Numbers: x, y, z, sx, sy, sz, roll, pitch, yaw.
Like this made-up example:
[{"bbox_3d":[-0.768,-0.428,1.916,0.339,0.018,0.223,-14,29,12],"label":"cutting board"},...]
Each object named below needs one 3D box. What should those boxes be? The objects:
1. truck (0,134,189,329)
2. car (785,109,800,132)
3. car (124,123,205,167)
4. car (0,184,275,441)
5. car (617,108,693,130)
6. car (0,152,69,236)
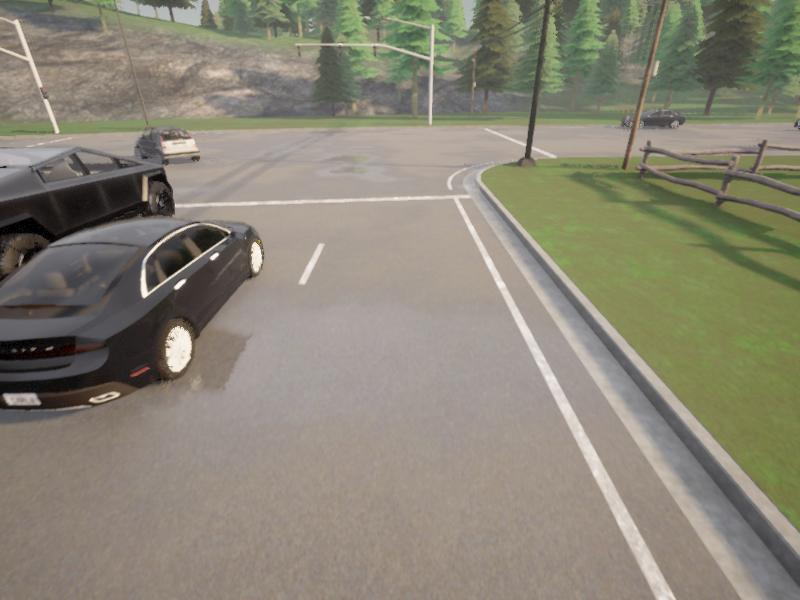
[{"bbox_3d":[-7.052,-1.850,7.899,2.390,2.098,6.274,-1,28,-1],"label":"truck"},{"bbox_3d":[33.149,-13.721,30.549,4.902,1.511,2.128,0,28,1],"label":"car"},{"bbox_3d":[-11.707,-7.779,19.862,3.988,1.617,1.851,22,35,36],"label":"car"},{"bbox_3d":[-3.493,-0.411,5.730,1.837,1.490,4.892,0,27,0],"label":"car"},{"bbox_3d":[21.441,-15.303,33.805,4.892,1.490,1.837,0,28,1],"label":"car"},{"bbox_3d":[-10.565,-2.108,8.948,1.930,1.638,5.238,-1,27,-1],"label":"car"}]
